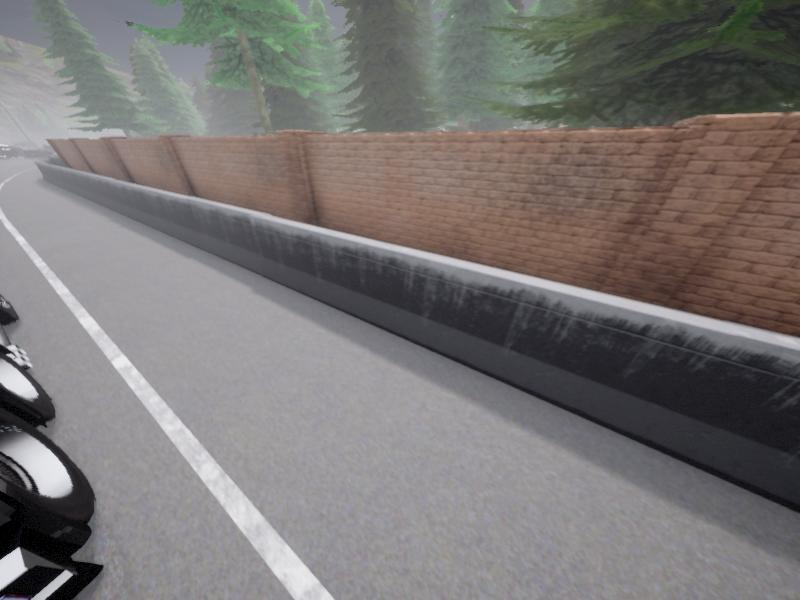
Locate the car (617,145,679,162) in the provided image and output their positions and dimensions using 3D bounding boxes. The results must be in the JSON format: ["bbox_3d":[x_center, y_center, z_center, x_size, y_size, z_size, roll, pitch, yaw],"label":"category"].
[{"bbox_3d":[31.030,-18.578,29.145,4.856,1.649,2.033,20,39,26],"label":"car"}]

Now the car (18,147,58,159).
[{"bbox_3d":[-60.721,-24.779,38.911,1.882,1.535,5.008,-21,40,-28],"label":"car"}]

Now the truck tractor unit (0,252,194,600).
[{"bbox_3d":[-5.090,-0.320,0.815,6.516,4.208,3.053,19,39,25],"label":"truck tractor unit"}]

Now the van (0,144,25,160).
[{"bbox_3d":[-63.023,-23.372,36.458,2.069,2.038,4.480,-21,40,-28],"label":"van"}]

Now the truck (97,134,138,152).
[{"bbox_3d":[-76.404,-42.653,62.824,2.891,3.827,8.468,-12,36,-17],"label":"truck"}]
